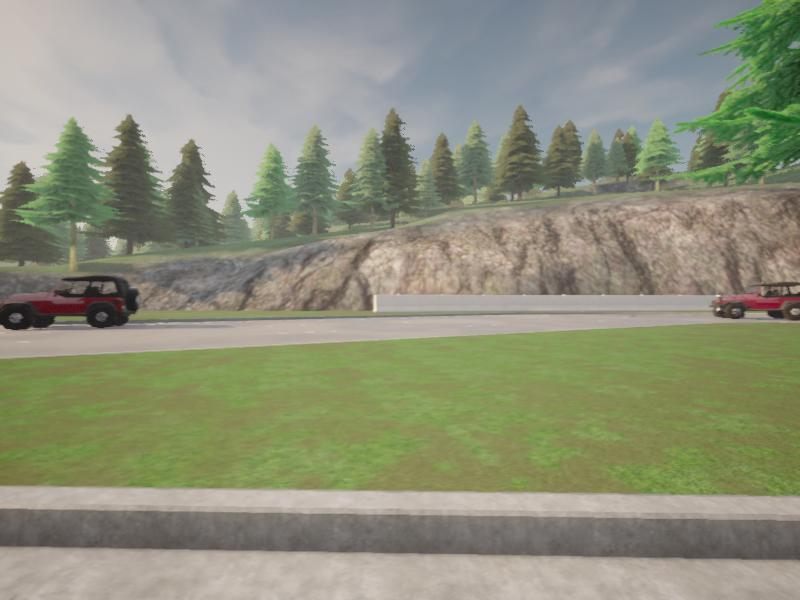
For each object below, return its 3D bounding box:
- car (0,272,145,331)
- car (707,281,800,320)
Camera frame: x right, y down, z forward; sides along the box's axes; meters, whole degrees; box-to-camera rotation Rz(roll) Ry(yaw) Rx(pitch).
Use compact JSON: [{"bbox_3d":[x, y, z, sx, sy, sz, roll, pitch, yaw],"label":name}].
[{"bbox_3d":[-11.553,0.049,14.239,3.866,1.878,1.905,0,0,-21],"label":"car"},{"bbox_3d":[18.272,0.038,20.321,3.866,1.878,1.905,0,0,22],"label":"car"}]
